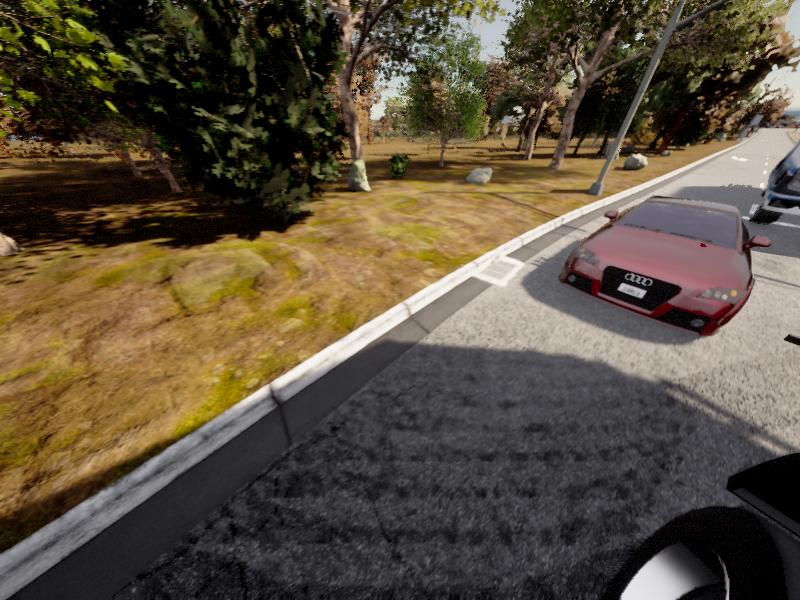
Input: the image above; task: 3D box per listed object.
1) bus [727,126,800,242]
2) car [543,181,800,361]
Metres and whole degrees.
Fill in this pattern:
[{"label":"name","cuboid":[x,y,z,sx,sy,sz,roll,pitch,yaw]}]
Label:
[{"label":"bus","cuboid":[14.918,-4.684,6.753,10.273,4.253,3.944,-24,43,-29]},{"label":"car","cuboid":[4.783,-1.041,4.200,4.181,1.385,1.994,-27,44,-32]}]
